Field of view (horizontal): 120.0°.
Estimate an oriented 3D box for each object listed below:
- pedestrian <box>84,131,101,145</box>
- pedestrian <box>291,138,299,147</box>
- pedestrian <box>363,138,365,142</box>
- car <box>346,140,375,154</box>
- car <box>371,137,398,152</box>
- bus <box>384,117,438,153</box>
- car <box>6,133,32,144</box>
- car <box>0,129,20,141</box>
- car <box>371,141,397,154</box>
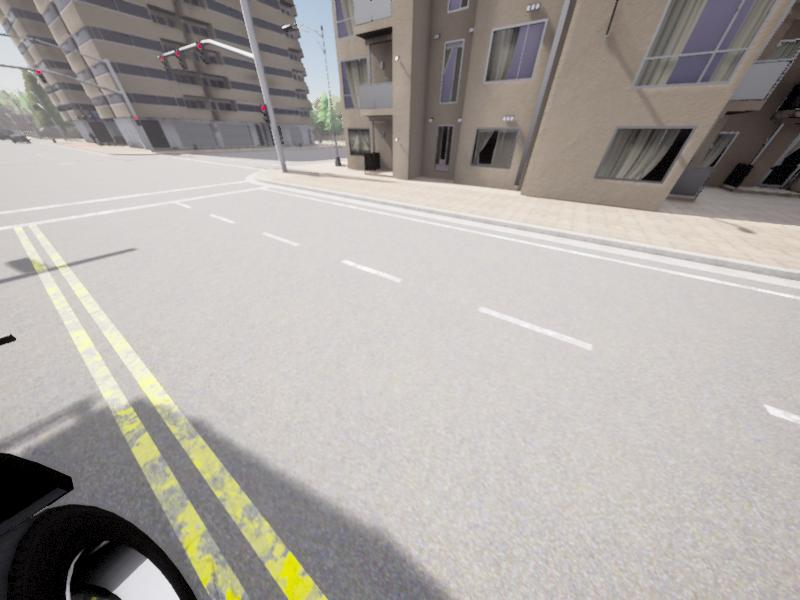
[{"bbox_3d":[-49.237,-25.938,37.037,0.751,1.860,0.751,22,40,26],"label":"pedestrian"},{"bbox_3d":[-18.522,-27.676,40.681,0.751,1.300,0.751,21,40,26],"label":"pedestrian"},{"bbox_3d":[-11.336,-50.506,72.830,0.500,1.100,0.500,23,41,27],"label":"pedestrian"},{"bbox_3d":[-5.722,-22.488,33.882,1.970,1.475,3.806,21,40,26],"label":"car"},{"bbox_3d":[-2.470,-25.563,37.911,1.932,1.855,4.605,21,40,26],"label":"car"},{"bbox_3d":[2.032,-26.907,37.857,3.944,4.253,10.273,21,40,26],"label":"bus"},{"bbox_3d":[-69.582,-29.498,42.191,4.674,1.442,1.812,22,41,27],"label":"car"},{"bbox_3d":[-88.785,-37.258,52.067,5.566,2.045,2.150,21,40,26],"label":"car"},{"bbox_3d":[-2.211,-21.873,33.061,1.845,1.501,3.633,21,40,26],"label":"car"}]
